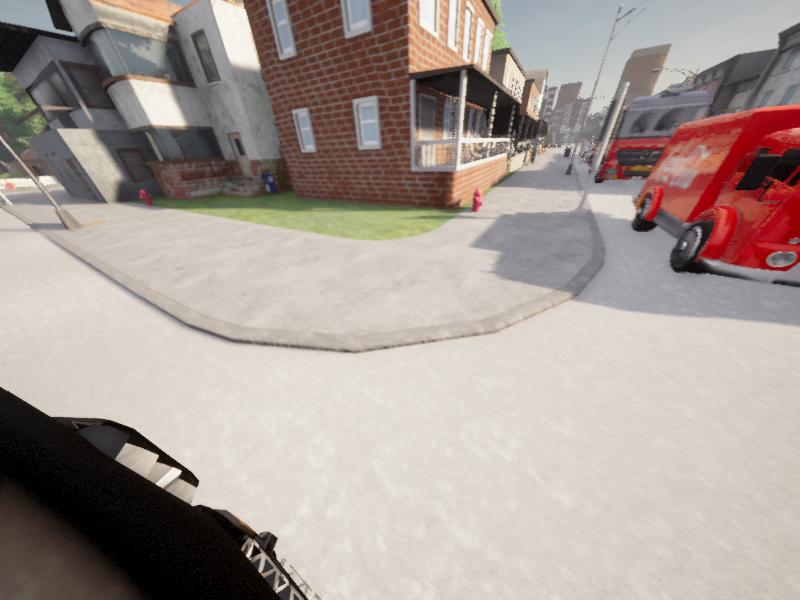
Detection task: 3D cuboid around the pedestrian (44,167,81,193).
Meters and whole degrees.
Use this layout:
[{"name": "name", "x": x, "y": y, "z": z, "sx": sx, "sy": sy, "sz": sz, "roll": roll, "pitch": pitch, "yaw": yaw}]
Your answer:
[{"name": "pedestrian", "x": -28.302, "y": -10.076, "z": 19.435, "sx": 0.751, "sy": 1.860, "sz": 0.751, "roll": -20, "pitch": 37, "yaw": -24}]

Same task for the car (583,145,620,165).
[{"name": "car", "x": 19.363, "y": -14.098, "z": 22.431, "sx": 1.994, "sy": 1.385, "sz": 4.181, "roll": 16, "pitch": 38, "yaw": 26}]

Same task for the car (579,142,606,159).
[{"name": "car", "x": 23.924, "y": -18.703, "z": 28.858, "sx": 1.882, "sy": 1.535, "sz": 5.008, "roll": 16, "pitch": 38, "yaw": 26}]

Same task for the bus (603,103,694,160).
[{"name": "bus", "x": 27.055, "y": -18.719, "z": 26.180, "sx": 3.944, "sy": 4.253, "sz": 10.273, "roll": 16, "pitch": 38, "yaw": 26}]

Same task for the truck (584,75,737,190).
[{"name": "truck", "x": 13.169, "y": -9.020, "z": 13.048, "sx": 2.891, "sy": 3.827, "sz": 8.468, "roll": 16, "pitch": 38, "yaw": 26}]

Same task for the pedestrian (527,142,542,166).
[{"name": "pedestrian", "x": 12.816, "y": -13.910, "z": 21.987, "sx": 0.751, "sy": 1.860, "sz": 0.751, "roll": 15, "pitch": 38, "yaw": 25}]

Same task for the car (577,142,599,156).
[{"name": "car", "x": 27.469, "y": -22.206, "z": 33.895, "sx": 1.837, "sy": 1.490, "sz": 4.892, "roll": 16, "pitch": 38, "yaw": 26}]

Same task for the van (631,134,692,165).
[{"name": "van", "x": 22.645, "y": -13.241, "z": 20.276, "sx": 2.069, "sy": 2.038, "sz": 4.480, "roll": 16, "pitch": 38, "yaw": 26}]

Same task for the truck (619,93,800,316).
[{"name": "truck", "x": 6.797, "y": -2.065, "z": 4.316, "sx": 2.627, "sy": 2.467, "sz": 5.204, "roll": 16, "pitch": 37, "yaw": 26}]
